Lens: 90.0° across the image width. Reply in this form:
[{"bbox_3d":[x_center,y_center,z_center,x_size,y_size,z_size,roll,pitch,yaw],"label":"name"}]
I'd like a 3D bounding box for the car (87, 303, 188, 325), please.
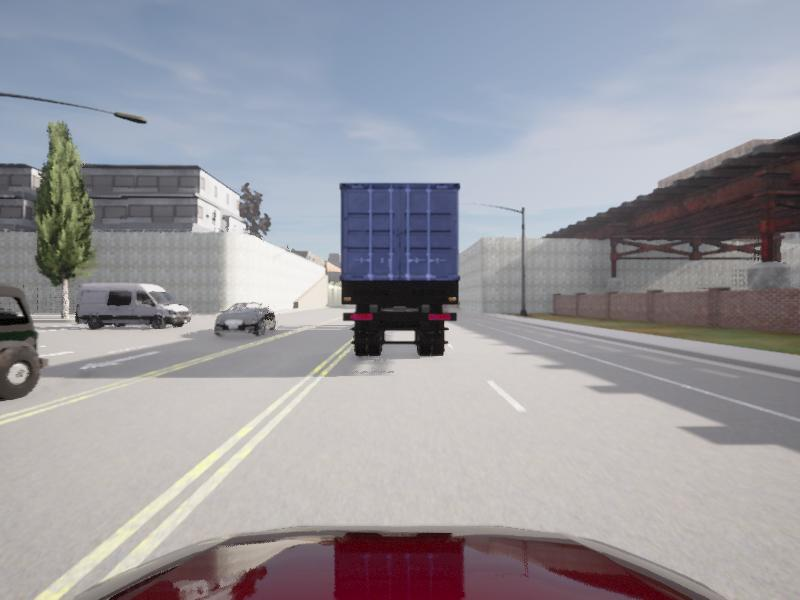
[{"bbox_3d":[-17.228,0.905,26.447,5.357,1.411,2.033,0,0,0],"label":"car"}]

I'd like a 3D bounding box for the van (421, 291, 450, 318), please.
[{"bbox_3d":[3.421,0.392,39.844,2.351,2.431,6.366,0,0,0],"label":"van"}]

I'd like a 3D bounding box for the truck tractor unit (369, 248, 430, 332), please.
[{"bbox_3d":[-0.047,-0.515,23.419,3.053,4.208,6.516,0,0,0],"label":"truck tractor unit"}]

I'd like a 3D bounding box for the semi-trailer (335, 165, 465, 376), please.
[{"bbox_3d":[-0.020,-0.614,15.502,2.717,4.402,14.254,0,0,0],"label":"semi-trailer"}]

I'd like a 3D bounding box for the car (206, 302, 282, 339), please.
[{"bbox_3d":[-7.124,0.843,18.914,2.128,1.511,4.902,0,0,-6],"label":"car"}]

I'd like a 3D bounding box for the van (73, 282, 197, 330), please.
[{"bbox_3d":[-14.942,0.332,22.715,5.915,2.561,1.988,0,0,6],"label":"van"}]

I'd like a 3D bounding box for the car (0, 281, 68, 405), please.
[{"bbox_3d":[-7.025,0.650,5.387,1.905,1.878,3.866,0,0,0],"label":"car"}]
